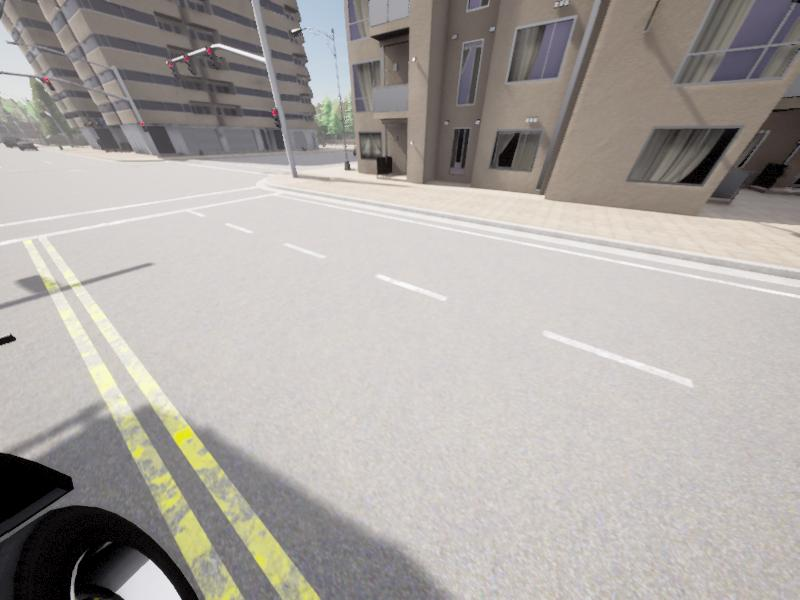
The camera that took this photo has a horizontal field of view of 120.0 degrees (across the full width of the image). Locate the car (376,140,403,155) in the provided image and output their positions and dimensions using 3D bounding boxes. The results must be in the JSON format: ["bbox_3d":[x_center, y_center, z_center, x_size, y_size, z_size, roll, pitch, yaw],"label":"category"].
[{"bbox_3d":[-1.643,-24.922,37.727,1.932,1.855,4.605,20,40,26],"label":"car"}]

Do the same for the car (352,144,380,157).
[{"bbox_3d":[-4.902,-21.857,33.696,1.970,1.475,3.806,20,40,26],"label":"car"}]

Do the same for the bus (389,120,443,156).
[{"bbox_3d":[2.848,-26.299,37.653,3.944,4.253,10.273,20,40,26],"label":"bus"}]

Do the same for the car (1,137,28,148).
[{"bbox_3d":[-86.545,-35.348,51.835,5.566,2.045,2.150,21,40,27],"label":"car"}]

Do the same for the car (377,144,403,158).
[{"bbox_3d":[-1.392,-21.275,32.844,1.845,1.501,3.633,20,40,26],"label":"car"}]

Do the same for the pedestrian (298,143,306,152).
[{"bbox_3d":[-17.388,-27.161,41.002,0.751,1.300,0.751,21,40,27],"label":"pedestrian"}]

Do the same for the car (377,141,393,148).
[{"bbox_3d":[-3.855,-39.969,59.300,3.633,1.501,1.845,21,40,27],"label":"car"}]
